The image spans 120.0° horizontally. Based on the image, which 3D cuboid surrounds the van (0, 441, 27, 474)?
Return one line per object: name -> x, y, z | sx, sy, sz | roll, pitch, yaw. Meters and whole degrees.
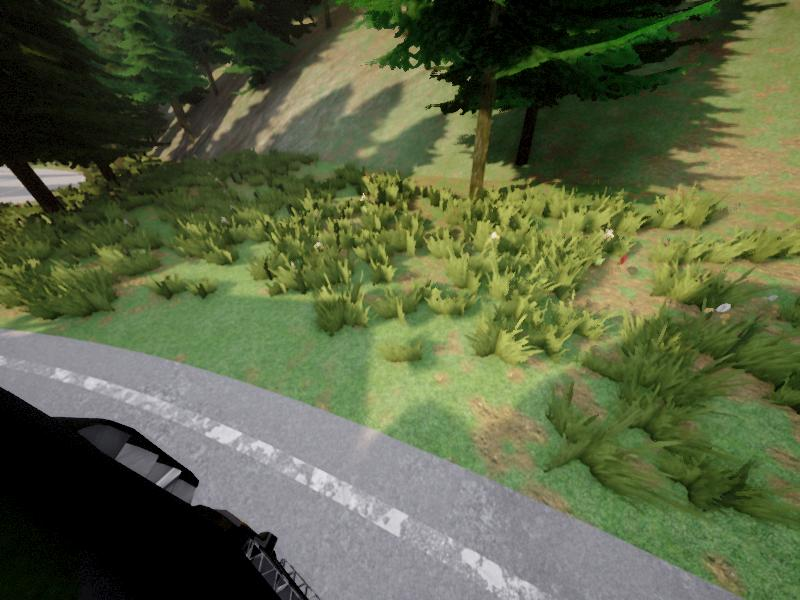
van -> -6.784, 0.804, 1.054 | 6.366, 2.431, 2.351 | 4, 34, 11
